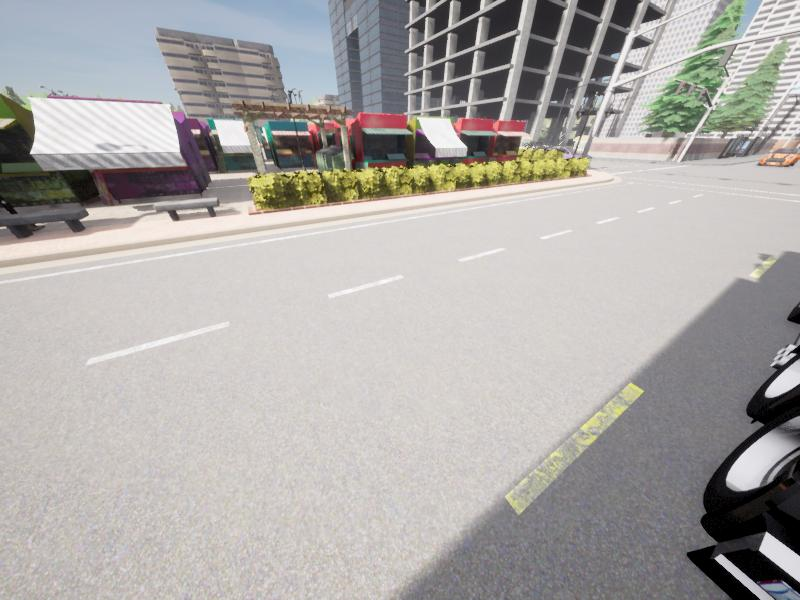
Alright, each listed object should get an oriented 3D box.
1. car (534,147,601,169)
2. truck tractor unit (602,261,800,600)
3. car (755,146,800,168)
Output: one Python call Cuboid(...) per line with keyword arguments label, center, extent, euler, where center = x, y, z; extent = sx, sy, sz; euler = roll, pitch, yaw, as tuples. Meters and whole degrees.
Cuboid(label="car", center=(16.797, -14.572, 23.522), extent=(2.033, 1.649, 4.856), euler=(-18, 39, -24))
Cuboid(label="truck tractor unit", center=(5.104, -0.307, 0.788), extent=(6.516, 4.208, 3.053), euler=(-19, 39, -24))
Cuboid(label="car", center=(41.597, -15.597, 25.127), extent=(4.553, 1.767, 2.097), euler=(-18, 39, -24))
